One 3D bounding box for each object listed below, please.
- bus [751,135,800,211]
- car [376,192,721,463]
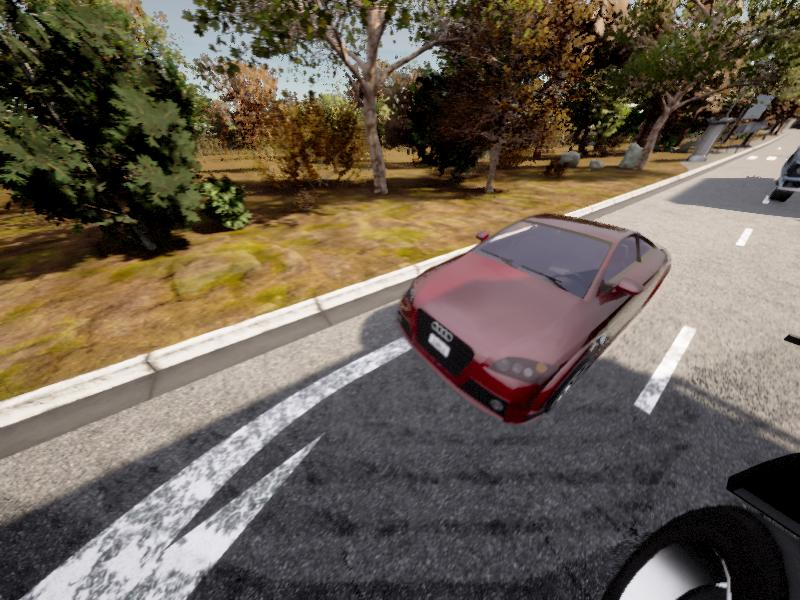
[{"bbox_3d":[18.691,-6.233,8.743,10.273,4.253,3.944,-23,41,-28],"label":"bus"},{"bbox_3d":[2.032,-0.353,3.200,4.181,1.385,1.994,-22,41,-28],"label":"car"}]
